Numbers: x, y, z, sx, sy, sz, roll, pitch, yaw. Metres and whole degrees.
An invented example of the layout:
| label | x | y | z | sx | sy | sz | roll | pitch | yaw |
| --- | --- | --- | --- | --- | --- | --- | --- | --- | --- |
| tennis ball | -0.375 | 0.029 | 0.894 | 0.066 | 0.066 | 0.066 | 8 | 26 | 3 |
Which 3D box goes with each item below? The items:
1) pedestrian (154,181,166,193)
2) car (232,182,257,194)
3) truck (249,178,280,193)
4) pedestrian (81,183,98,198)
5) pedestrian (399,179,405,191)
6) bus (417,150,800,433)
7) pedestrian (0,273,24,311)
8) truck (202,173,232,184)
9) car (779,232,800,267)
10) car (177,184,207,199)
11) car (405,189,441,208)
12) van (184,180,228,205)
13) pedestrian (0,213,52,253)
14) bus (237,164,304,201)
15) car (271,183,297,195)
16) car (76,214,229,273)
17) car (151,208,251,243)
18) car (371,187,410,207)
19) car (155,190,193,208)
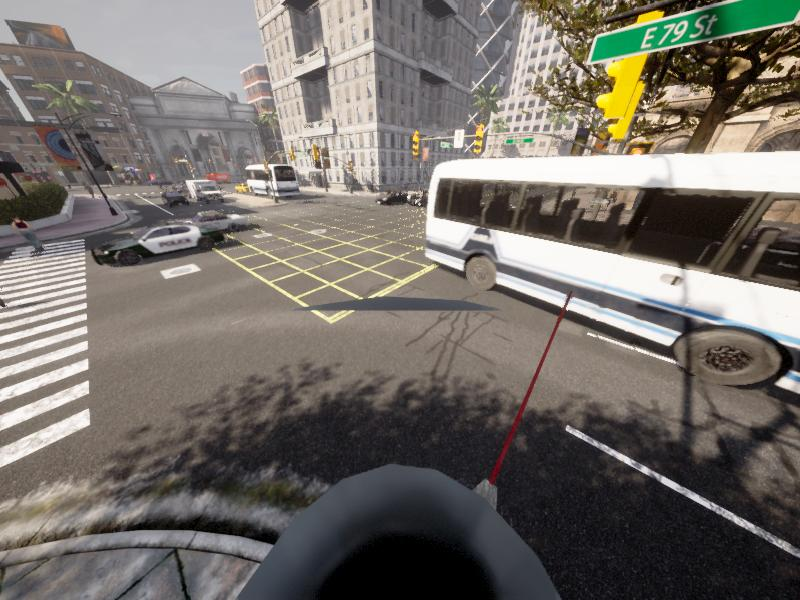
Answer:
| label | x | y | z | sx | sy | sz | roll | pitch | yaw |
| --- | --- | --- | --- | --- | --- | --- | --- | --- | --- |
| pedestrian | -42.038 | -19.853 | 40.483 | 0.751 | 1.860 | 0.751 | 26 | 39 | 37 |
| car | -27.676 | -20.013 | 41.088 | 5.366 | 1.575 | 1.801 | 23 | 37 | 34 |
| truck | -25.339 | -21.541 | 43.216 | 6.274 | 2.098 | 2.390 | 23 | 37 | 34 |
| pedestrian | -43.334 | -15.290 | 32.275 | 0.751 | 1.860 | 0.751 | 25 | 38 | 36 |
| pedestrian | 0.405 | -21.309 | 42.701 | 0.751 | 1.860 | 0.751 | 23 | 37 | 34 |
| bus | 5.524 | -1.943 | 7.115 | 3.944 | 4.253 | 10.273 | -24 | 38 | -33 |
| pedestrian | -12.989 | -0.333 | 7.233 | 0.751 | 1.300 | 0.751 | 22 | 37 | 33 |
| truck | -48.870 | -32.452 | 61.740 | 2.627 | 2.467 | 5.204 | 23 | 37 | 34 |
| car | 20.631 | -1.829 | 9.804 | 4.181 | 1.385 | 1.994 | 23 | 37 | 34 |
| car | -31.092 | -16.241 | 34.507 | 4.856 | 1.649 | 2.033 | 23 | 37 | 34 |
| car | 2.803 | -12.118 | 27.467 | 2.007 | 1.525 | 4.514 | 22 | 36 | 33 |
| van | -25.231 | -14.113 | 30.022 | 6.366 | 2.431 | 2.351 | 23 | 37 | 34 |
| pedestrian | -19.925 | -3.600 | 12.332 | 0.751 | 1.860 | 0.751 | 22 | 36 | 33 |
| bus | -19.231 | -17.526 | 34.110 | 10.273 | 4.253 | 3.944 | 23 | 37 | 34 |
| car | -19.638 | -18.838 | 39.189 | 4.674 | 1.442 | 1.812 | 23 | 37 | 34 |
| car | -12.286 | -3.162 | 11.947 | 2.038 | 1.542 | 4.974 | 23 | 37 | 34 |
| car | -13.255 | -5.210 | 15.733 | 1.895 | 1.301 | 4.718 | 23 | 37 | 34 |
| car | -1.057 | -12.680 | 28.299 | 2.242 | 1.667 | 4.611 | 23 | 37 | 34 |
| car | -27.136 | -12.180 | 27.707 | 5.357 | 1.411 | 2.033 | 23 | 37 | 34 |
